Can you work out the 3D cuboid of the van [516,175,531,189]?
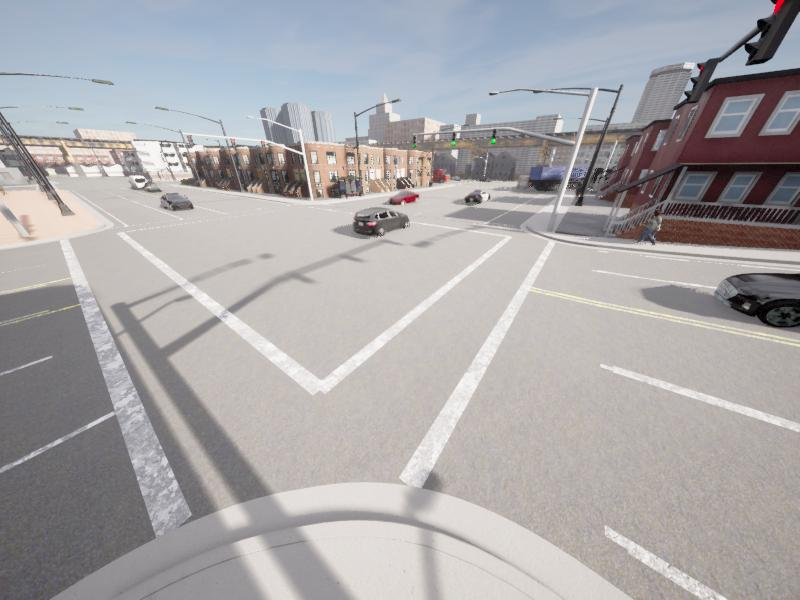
[{"bbox_3d":[27.578,-26.430,51.649,2.351,2.431,6.366,13,33,21],"label":"van"}]

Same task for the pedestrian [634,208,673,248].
[{"bbox_3d":[13.574,-3.888,12.438,0.751,1.860,0.751,23,37,34],"label":"pedestrian"}]

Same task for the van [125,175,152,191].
[{"bbox_3d":[-54.032,-24.244,47.712,5.915,2.561,1.988,20,36,31],"label":"van"}]

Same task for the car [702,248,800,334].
[{"bbox_3d":[12.056,0.004,5.797,4.856,1.649,2.033,15,33,33],"label":"car"}]

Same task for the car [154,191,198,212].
[{"bbox_3d":[-25.064,-11.054,25.804,5.238,1.638,1.930,20,36,31],"label":"car"}]

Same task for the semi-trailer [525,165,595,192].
[{"bbox_3d":[32.015,-24.425,46.159,14.254,4.402,2.717,-12,31,-20],"label":"semi-trailer"}]

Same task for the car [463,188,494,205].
[{"bbox_3d":[10.403,-13.691,30.477,2.038,1.542,4.974,20,35,31],"label":"car"}]

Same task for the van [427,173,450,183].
[{"bbox_3d":[11.447,-36.970,69.906,6.366,2.431,2.351,21,36,31],"label":"van"}]

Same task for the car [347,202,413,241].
[{"bbox_3d":[-1.264,-5.843,16.752,2.242,1.667,4.611,20,36,31],"label":"car"}]

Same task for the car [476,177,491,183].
[{"bbox_3d":[24.957,-35.922,68.967,3.705,1.549,1.789,20,36,31],"label":"car"}]

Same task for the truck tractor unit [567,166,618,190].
[{"bbox_3d":[39.296,-25.105,47.552,6.516,4.208,3.053,13,31,21],"label":"truck tractor unit"}]

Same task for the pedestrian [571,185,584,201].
[{"bbox_3d":[23.794,-14.333,30.912,0.751,1.860,0.751,24,38,35],"label":"pedestrian"}]

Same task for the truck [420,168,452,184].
[{"bbox_3d":[10.166,-35.836,66.548,8.468,3.827,2.891,20,36,31],"label":"truck"}]

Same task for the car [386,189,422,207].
[{"bbox_3d":[0.605,-12.936,29.169,1.882,1.535,5.008,20,36,31],"label":"car"}]
